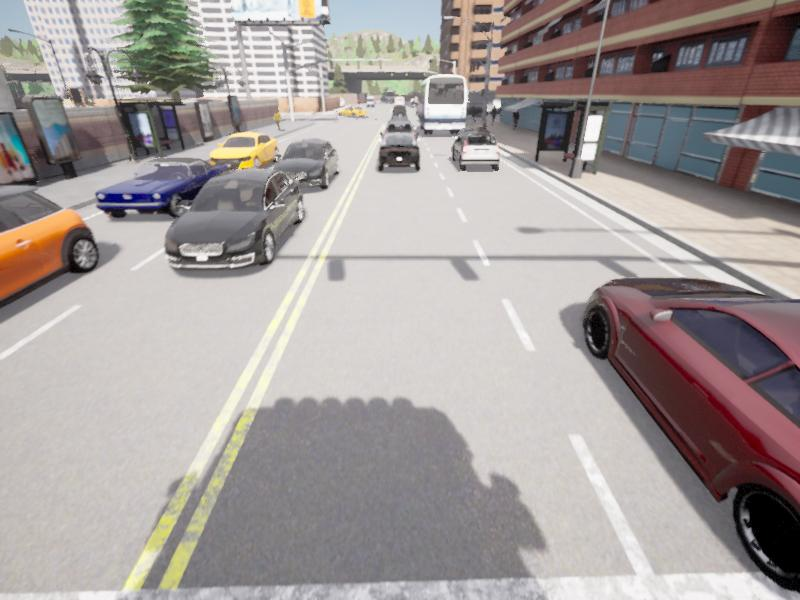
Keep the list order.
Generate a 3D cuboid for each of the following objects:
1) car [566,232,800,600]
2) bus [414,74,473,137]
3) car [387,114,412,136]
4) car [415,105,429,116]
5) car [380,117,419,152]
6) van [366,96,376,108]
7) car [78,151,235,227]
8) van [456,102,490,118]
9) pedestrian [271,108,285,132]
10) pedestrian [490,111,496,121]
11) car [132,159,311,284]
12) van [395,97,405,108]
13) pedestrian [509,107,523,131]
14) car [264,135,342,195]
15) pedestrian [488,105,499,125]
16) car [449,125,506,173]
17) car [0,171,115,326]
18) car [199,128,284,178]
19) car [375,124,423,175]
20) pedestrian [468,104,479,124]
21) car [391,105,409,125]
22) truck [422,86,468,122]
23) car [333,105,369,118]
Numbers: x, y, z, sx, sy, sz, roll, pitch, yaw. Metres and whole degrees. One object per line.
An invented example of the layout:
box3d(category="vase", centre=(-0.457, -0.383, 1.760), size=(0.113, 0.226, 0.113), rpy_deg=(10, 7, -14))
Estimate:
box3d(category="car", centre=(3.498, 0.667, 3.853), size=(1.994, 1.385, 4.181), rpy_deg=(0, 27, 0))
box3d(category="bus", centre=(3.344, -16.895, 34.763), size=(3.944, 4.253, 10.273), rpy_deg=(0, 27, 0))
box3d(category="car", centre=(-0.027, -15.169, 34.574), size=(2.033, 1.411, 5.357), rpy_deg=(0, 27, 0))
box3d(category="car", centre=(3.445, -30.069, 63.385), size=(1.812, 1.442, 4.674), rpy_deg=(0, 27, 0))
box3d(category="car", centre=(-0.022, -10.669, 25.544), size=(2.242, 1.667, 4.611), rpy_deg=(0, 27, 0))
box3d(category="van", centre=(-7.092, -48.275, 97.559), size=(1.988, 2.561, 5.915), rpy_deg=(0, 27, 0))
box3d(category="car", centre=(-7.009, -3.586, 12.280), size=(1.895, 1.301, 4.718), rpy_deg=(0, 27, 0))
box3d(category="van", centre=(10.334, -27.152, 57.071), size=(4.442, 1.987, 1.775), rpy_deg=(0, 27, 0))
box3d(category="pedestrian", centre=(-10.359, -15.276, 33.985), size=(0.751, 1.860, 0.751), rpy_deg=(1, 27, 3))
box3d(category="pedestrian", centre=(10.803, -21.440, 46.570), size=(0.500, 1.100, 0.500), rpy_deg=(1, 27, 2))
box3d(category="car", centre=(-3.504, -2.080, 9.109), size=(1.837, 1.490, 4.892), rpy_deg=(0, 27, 0))
box3d(category="van", centre=(-0.086, -48.149, 97.406), size=(2.351, 2.431, 6.366), rpy_deg=(0, 27, 0))
box3d(category="pedestrian", centre=(9.830, -15.295, 33.828), size=(0.751, 1.860, 0.751), rpy_deg=(0, 27, 0))
box3d(category="car", centre=(-3.513, -5.384, 15.517), size=(1.837, 1.490, 4.892), rpy_deg=(0, 27, 0))
box3d(category="pedestrian", centre=(9.427, -18.593, 40.230), size=(0.751, 1.860, 0.751), rpy_deg=(-2, 27, -3))
box3d(category="car", centre=(3.489, -7.192, 18.835), size=(1.851, 1.617, 3.988), rpy_deg=(0, 27, 0))
box3d(category="car", centre=(-7.005, -0.598, 5.941), size=(2.097, 1.767, 4.553), rpy_deg=(0, 27, 0))
box3d(category="car", centre=(-7.014, -6.869, 18.385), size=(1.882, 1.535, 5.008), rpy_deg=(0, 27, 0))
box3d(category="car", centre=(-0.026, -7.265, 18.972), size=(1.930, 1.638, 5.238), rpy_deg=(0, 27, 0))
box3d(category="pedestrian", centre=(7.793, -19.674, 42.342), size=(0.751, 1.860, 0.751), rpy_deg=(-10, 29, -19))
box3d(category="car", centre=(-0.040, -20.760, 44.874), size=(1.905, 1.878, 3.866), rpy_deg=(0, 27, 0))
box3d(category="truck", centre=(5.916, -25.196, 51.312), size=(2.891, 3.827, 8.468), rpy_deg=(12, 30, 24))
box3d(category="car", centre=(-7.167, -27.502, 58.361), size=(5.366, 1.575, 1.801), rpy_deg=(19, 33, 33))
